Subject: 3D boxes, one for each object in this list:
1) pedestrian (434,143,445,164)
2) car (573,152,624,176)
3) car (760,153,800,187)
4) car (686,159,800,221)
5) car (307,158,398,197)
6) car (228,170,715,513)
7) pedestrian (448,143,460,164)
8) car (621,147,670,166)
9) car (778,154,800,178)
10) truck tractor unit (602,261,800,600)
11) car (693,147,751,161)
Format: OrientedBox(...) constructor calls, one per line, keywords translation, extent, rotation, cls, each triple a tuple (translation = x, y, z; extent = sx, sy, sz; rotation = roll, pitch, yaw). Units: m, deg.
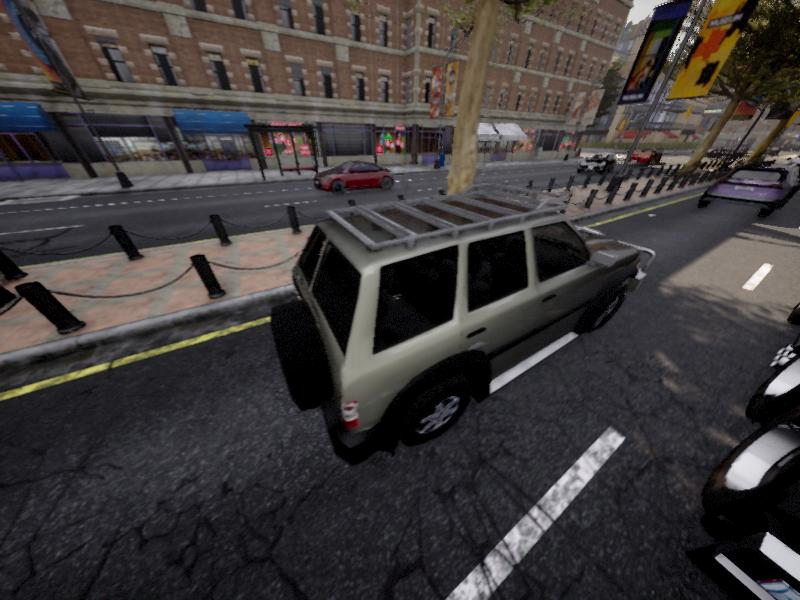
OrientedBox(translation=(4.094, -15.228, 24.000), extent=(0.751, 1.860, 0.751), rotation=(-9, 36, -13), cls="pedestrian")
OrientedBox(translation=(16.477, -11.350, 19.172), extent=(3.806, 1.475, 1.970), rotation=(-26, 43, -33), cls="car")
OrientedBox(translation=(26.228, -8.505, 15.019), extent=(5.238, 1.638, 1.930), rotation=(-18, 39, -25), cls="car")
OrientedBox(translation=(14.378, -4.604, 9.320), extent=(4.856, 1.649, 2.033), rotation=(-18, 39, -25), cls="car")
OrientedBox(translation=(-2.394, -6.582, 12.252), extent=(4.181, 1.385, 1.994), rotation=(-18, 39, -25), cls="car")
OrientedBox(translation=(1.013, -0.314, 2.821), extent=(4.605, 1.855, 1.932), rotation=(-18, 39, -25), cls="car")
OrientedBox(translation=(5.561, -15.139, 23.884), extent=(0.751, 1.860, 0.751), rotation=(-9, 36, -13), cls="pedestrian")
OrientedBox(translation=(29.005, -17.031, 27.277), extent=(4.611, 1.667, 2.242), rotation=(-18, 39, -25), cls="car")
OrientedBox(translation=(32.122, -10.372, 17.897), extent=(3.806, 1.475, 1.970), rotation=(-16, 38, -23), cls="car")
OrientedBox(translation=(5.107, -0.305, 0.786), extent=(6.516, 4.208, 3.053), rotation=(-18, 39, -24), cls="truck tractor unit")
OrientedBox(translation=(47.435, -21.652, 34.232), extent=(1.837, 1.490, 4.892), rotation=(1, 35, -1), cls="car")
